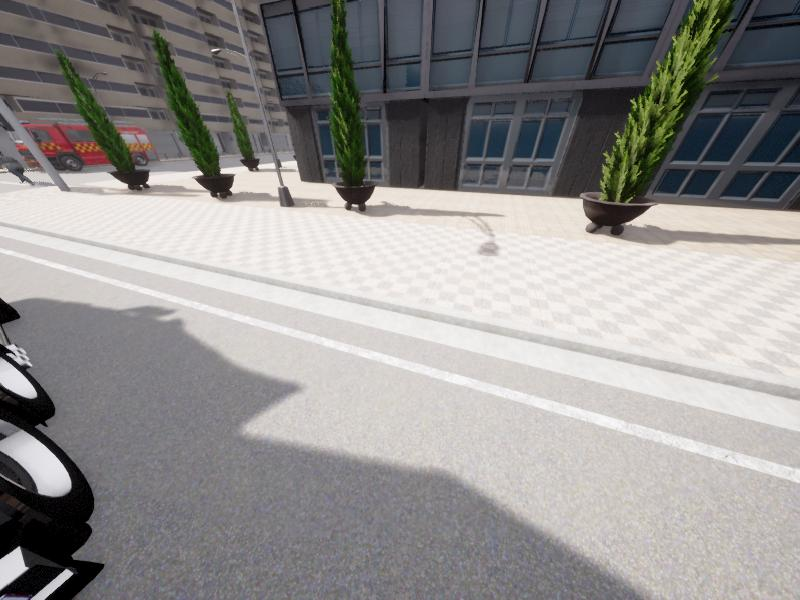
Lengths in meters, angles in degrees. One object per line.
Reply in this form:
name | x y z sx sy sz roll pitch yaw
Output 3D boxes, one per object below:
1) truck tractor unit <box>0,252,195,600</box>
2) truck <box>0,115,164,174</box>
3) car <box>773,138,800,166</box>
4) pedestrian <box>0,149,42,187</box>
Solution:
truck tractor unit | -5.091 -0.320 0.810 6.516 4.208 3.053 19 39 25
truck | -29.150 -14.681 21.871 2.891 3.827 8.468 11 36 16
car | 39.166 -14.352 22.275 6.274 2.098 2.390 -26 42 -32
pedestrian | -22.628 -7.746 13.533 0.751 1.860 0.751 7 35 10
